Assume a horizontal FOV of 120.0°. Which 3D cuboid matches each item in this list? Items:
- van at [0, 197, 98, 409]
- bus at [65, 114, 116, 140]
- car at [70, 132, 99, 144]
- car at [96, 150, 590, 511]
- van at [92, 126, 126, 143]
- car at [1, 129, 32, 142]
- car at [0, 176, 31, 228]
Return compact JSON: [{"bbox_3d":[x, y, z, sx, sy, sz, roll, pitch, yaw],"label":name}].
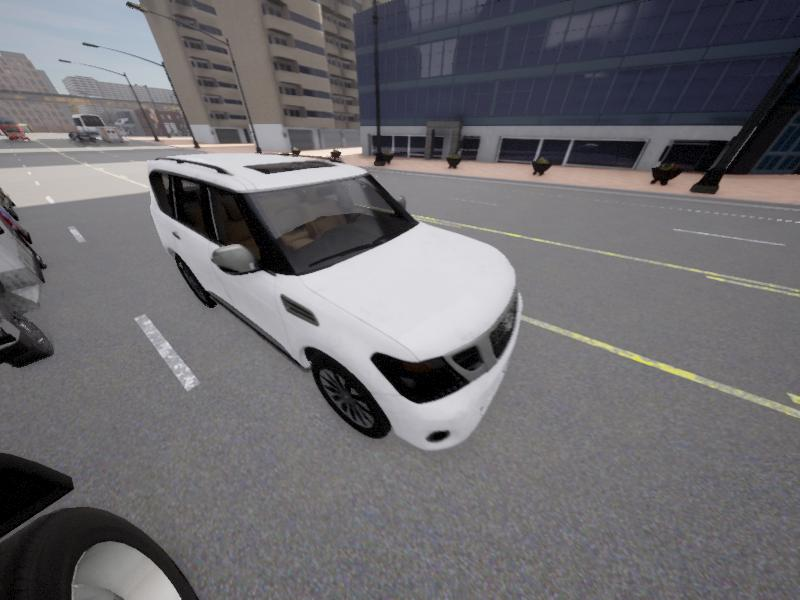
[{"bbox_3d":[-6.920,-0.720,2.790,6.366,2.431,2.351,22,40,28],"label":"van"},{"bbox_3d":[-66.735,-37.257,49.832,10.273,4.253,3.944,24,41,27],"label":"bus"},{"bbox_3d":[-57.745,-29.686,42.280,4.902,1.511,2.128,24,41,27],"label":"car"},{"bbox_3d":[-1.279,-0.717,3.149,5.566,2.045,2.150,23,41,28],"label":"car"},{"bbox_3d":[-56.089,-31.897,44.540,6.366,2.431,2.351,24,41,27],"label":"van"},{"bbox_3d":[-68.892,-29.598,41.525,4.611,1.667,2.242,24,41,27],"label":"car"},{"bbox_3d":[-14.192,-3.341,7.250,4.902,1.511,2.128,22,41,28],"label":"car"}]
